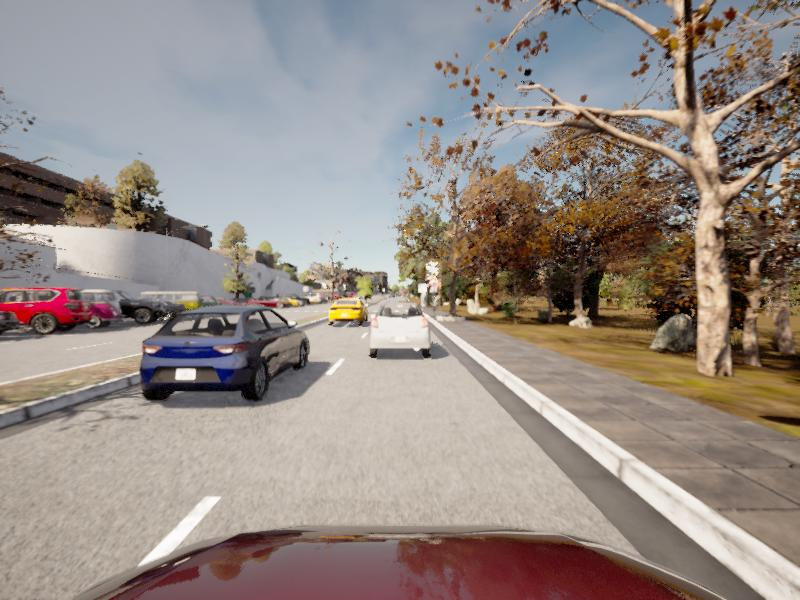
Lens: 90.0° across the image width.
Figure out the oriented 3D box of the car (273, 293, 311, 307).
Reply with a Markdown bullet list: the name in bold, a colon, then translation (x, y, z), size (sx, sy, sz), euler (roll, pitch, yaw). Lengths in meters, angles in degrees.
- **car**: translation (-16.812, -0.032, 62.369), size (5.566, 2.045, 2.435), euler (-1, 1, -20)

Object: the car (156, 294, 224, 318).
- **car**: translation (-16.825, 0.442, 32.360), size (4.553, 1.767, 2.185), euler (-1, 1, -20)

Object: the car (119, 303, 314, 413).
- **car**: translation (-3.000, 0.826, 7.668), size (1.816, 1.474, 4.193), euler (0, 0, 0)

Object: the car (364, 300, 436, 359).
- **car**: translation (0.000, 0.769, 12.143), size (1.845, 1.501, 3.633), euler (0, 0, 0)

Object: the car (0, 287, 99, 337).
- **car**: translation (-16.892, 0.482, 17.420), size (5.566, 2.045, 2.435), euler (-1, 1, -20)

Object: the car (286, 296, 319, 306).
- **car**: translation (-16.658, 0.110, 68.426), size (5.366, 1.575, 1.946), euler (-1, 1, -20)

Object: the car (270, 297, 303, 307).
- **car**: translation (-16.841, 0.299, 59.354), size (4.674, 1.452, 2.002), euler (-1, 1, -20)

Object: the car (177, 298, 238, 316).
- **car**: translation (-16.847, 0.575, 35.334), size (4.674, 1.452, 2.002), euler (-1, 1, -20)

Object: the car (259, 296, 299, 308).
- **car**: translation (-17.010, 0.299, 56.281), size (5.366, 1.575, 1.946), euler (-1, 1, -20)

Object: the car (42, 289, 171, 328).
- **car**: translation (-16.837, 0.415, 23.416), size (5.566, 2.045, 2.435), euler (-1, 0, -20)

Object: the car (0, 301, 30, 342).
- **car**: translation (-16.860, 0.800, 14.452), size (4.674, 1.452, 2.002), euler (-1, 1, -20)

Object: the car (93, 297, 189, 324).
- **car**: translation (-16.851, 0.635, 26.387), size (4.892, 1.521, 2.231), euler (-1, 1, -20)

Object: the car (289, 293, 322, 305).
- **car**: translation (-16.857, -0.191, 71.348), size (5.566, 2.045, 2.435), euler (-1, 1, -20)

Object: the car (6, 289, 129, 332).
- **car**: translation (-16.755, 0.473, 20.463), size (4.442, 1.987, 1.878), euler (-1, 0, -20)

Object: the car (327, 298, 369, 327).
- **car**: translation (-3.000, 0.645, 24.009), size (1.882, 1.535, 5.008), euler (0, 0, 0)

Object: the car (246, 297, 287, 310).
- **car**: translation (-16.816, 0.397, 50.358), size (4.792, 1.488, 2.163), euler (-1, 0, -20)

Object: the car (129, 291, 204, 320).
- **car**: translation (-16.966, 0.377, 29.324), size (4.442, 1.987, 1.878), euler (-1, 1, -20)

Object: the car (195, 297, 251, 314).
- **car**: translation (-16.824, 0.531, 38.352), size (4.792, 1.488, 2.163), euler (-1, 0, -20)
